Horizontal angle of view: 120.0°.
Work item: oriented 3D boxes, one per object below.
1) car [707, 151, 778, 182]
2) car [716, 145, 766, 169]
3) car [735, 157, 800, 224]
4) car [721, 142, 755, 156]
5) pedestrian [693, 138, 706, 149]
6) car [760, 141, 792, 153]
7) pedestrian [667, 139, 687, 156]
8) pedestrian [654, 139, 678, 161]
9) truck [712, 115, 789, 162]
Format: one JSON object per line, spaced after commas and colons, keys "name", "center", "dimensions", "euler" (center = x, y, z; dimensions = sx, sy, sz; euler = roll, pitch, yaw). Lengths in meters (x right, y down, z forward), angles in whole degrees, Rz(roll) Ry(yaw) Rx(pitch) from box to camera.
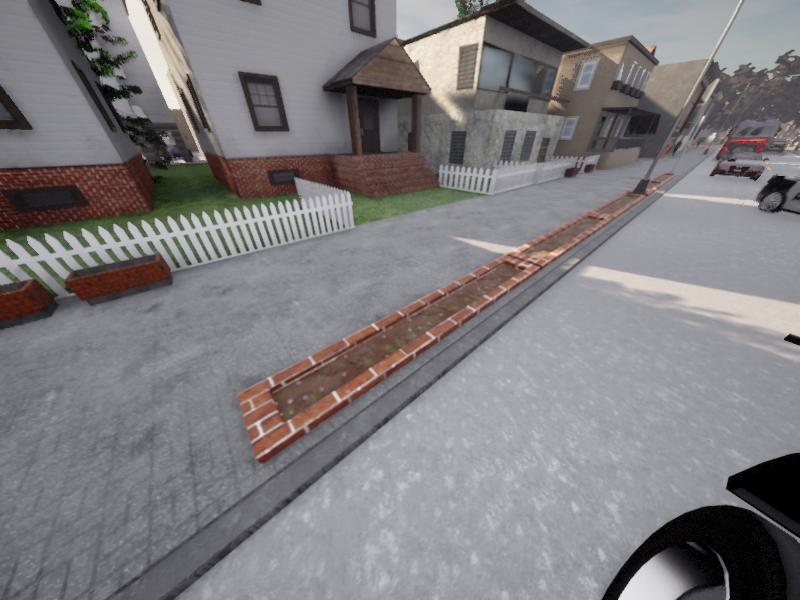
{"name": "car", "center": [22.336, -8.892, 15.194], "dimensions": [4.181, 1.385, 1.994], "euler": [-26, 43, -32]}
{"name": "car", "center": [29.636, -12.549, 20.172], "dimensions": [3.705, 1.549, 1.789], "euler": [-26, 43, -32]}
{"name": "car", "center": [13.327, -2.779, 6.343], "dimensions": [1.930, 1.638, 5.238], "euler": [9, 36, 15]}
{"name": "car", "center": [48.054, -21.555, 32.898], "dimensions": [4.792, 1.488, 2.163], "euler": [-26, 43, -32]}
{"name": "pedestrian", "center": [58.893, -30.848, 45.463], "dimensions": [0.751, 1.860, 0.751], "euler": [-24, 41, -29]}
{"name": "car", "center": [61.492, -25.150, 37.865], "dimensions": [4.974, 1.542, 2.038], "euler": [-26, 43, -32]}
{"name": "pedestrian", "center": [35.275, -19.422, 29.406], "dimensions": [0.751, 1.860, 0.751], "euler": [21, 40, 27]}
{"name": "pedestrian", "center": [27.622, -15.607, 24.043], "dimensions": [0.751, 1.860, 0.751], "euler": [-18, 39, -23]}
{"name": "truck", "center": [39.130, -18.139, 26.076], "dimensions": [8.468, 3.827, 2.891], "euler": [-26, 43, -32]}
